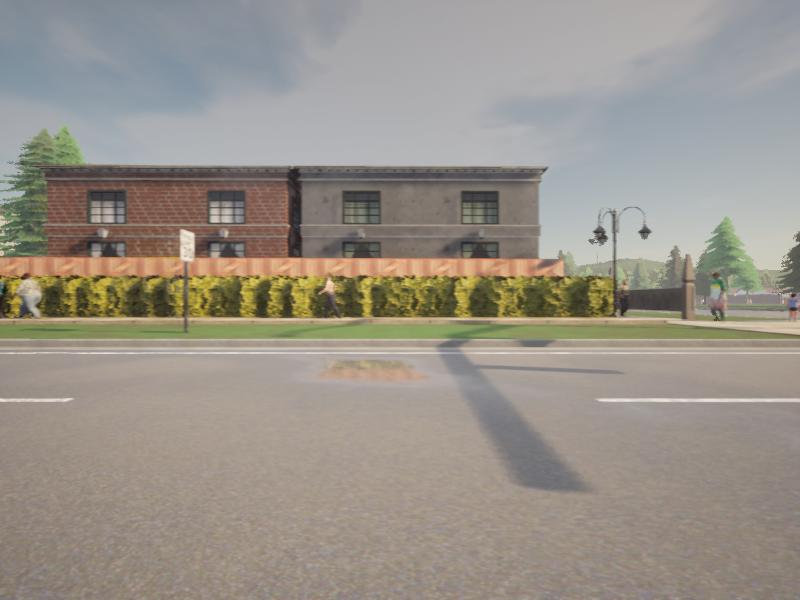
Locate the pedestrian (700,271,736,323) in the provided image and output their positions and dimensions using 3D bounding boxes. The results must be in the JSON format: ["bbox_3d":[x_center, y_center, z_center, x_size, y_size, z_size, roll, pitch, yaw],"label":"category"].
[{"bbox_3d":[11.693,-0.111,14.733,0.751,1.860,0.751,0,0,1],"label":"pedestrian"}]

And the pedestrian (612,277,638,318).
[{"bbox_3d":[10.406,-0.112,18.552,0.751,1.860,0.751,0,0,-9],"label":"pedestrian"}]

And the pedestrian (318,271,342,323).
[{"bbox_3d":[-2.559,-0.116,14.666,0.751,1.860,0.751,0,0,0],"label":"pedestrian"}]

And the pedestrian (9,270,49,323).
[{"bbox_3d":[-13.449,-0.120,14.532,0.751,1.860,0.751,0,0,0],"label":"pedestrian"}]

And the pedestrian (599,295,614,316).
[{"bbox_3d":[10.818,0.269,20.963,0.500,1.100,0.500,0,0,0],"label":"pedestrian"}]

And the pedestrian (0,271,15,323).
[{"bbox_3d":[-14.707,-0.120,14.499,0.751,1.860,0.751,0,0,1],"label":"pedestrian"}]

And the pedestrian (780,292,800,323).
[{"bbox_3d":[14.500,0.270,14.752,0.500,1.100,0.500,0,0,-17],"label":"pedestrian"}]
